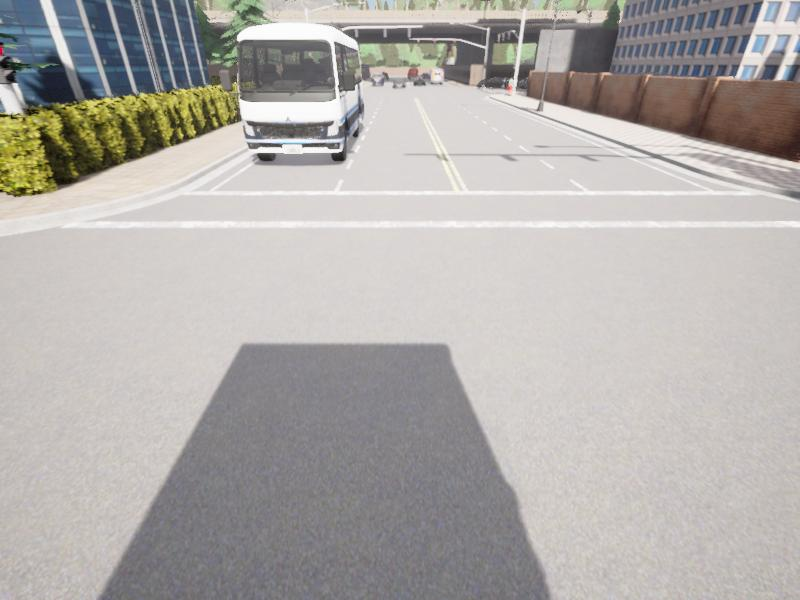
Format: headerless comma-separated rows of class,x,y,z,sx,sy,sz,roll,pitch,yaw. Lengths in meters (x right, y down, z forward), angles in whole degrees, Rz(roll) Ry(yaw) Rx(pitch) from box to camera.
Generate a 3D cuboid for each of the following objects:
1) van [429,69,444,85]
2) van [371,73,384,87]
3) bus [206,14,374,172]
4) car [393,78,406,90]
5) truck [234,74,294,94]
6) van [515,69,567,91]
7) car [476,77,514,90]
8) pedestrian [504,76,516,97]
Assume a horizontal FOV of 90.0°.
van,6.872,-42.565,76.229,2.351,2.431,6.366,0,30,0
van,-3.708,-36.623,66.529,1.775,1.987,4.442,0,30,0
bus,-3.420,-8.688,16.608,3.944,4.253,10.273,0,30,0
car,-0.104,-32.254,59.608,1.812,1.442,4.674,0,30,0
truck,-16.377,-26.232,48.569,6.274,2.098,2.390,0,30,0
van,19.109,-29.962,54.466,5.915,2.561,1.988,0,30,0
car,13.768,-31.339,57.883,4.892,1.490,1.837,14,33,22
pedestrian,11.758,-22.743,42.616,0.751,1.860,0.751,-6,31,-10
